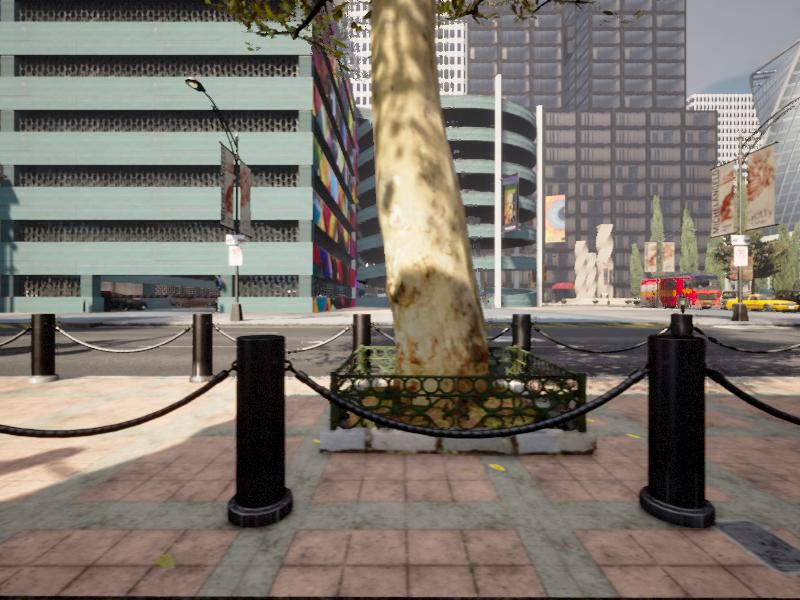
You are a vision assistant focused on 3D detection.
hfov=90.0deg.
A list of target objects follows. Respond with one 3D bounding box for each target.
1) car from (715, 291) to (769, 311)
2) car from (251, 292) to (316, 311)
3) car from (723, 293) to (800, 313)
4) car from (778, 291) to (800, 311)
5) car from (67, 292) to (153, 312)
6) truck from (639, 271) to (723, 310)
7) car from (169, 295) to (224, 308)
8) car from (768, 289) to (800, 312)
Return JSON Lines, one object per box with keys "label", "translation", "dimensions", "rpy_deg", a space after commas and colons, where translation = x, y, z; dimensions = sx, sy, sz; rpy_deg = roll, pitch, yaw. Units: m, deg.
{"label": "car", "translation": [33.377, 0.069, 39.174], "dimensions": [1.905, 1.878, 3.866], "rpy_deg": [0, 0, 0]}
{"label": "car", "translation": [-9.729, 0.109, 33.677], "dimensions": [4.902, 1.511, 2.128], "rpy_deg": [0, 0, 0]}
{"label": "car", "translation": [29.893, 0.222, 33.211], "dimensions": [1.801, 1.575, 5.366], "rpy_deg": [0, 0, 0]}
{"label": "car", "translation": [36.909, 0.079, 35.736], "dimensions": [1.932, 1.855, 4.605], "rpy_deg": [0, 0, 0]}
{"label": "car", "translation": [-21.326, 0.140, 29.575], "dimensions": [4.786, 1.482, 2.161], "rpy_deg": [0, 0, 0]}
{"label": "truck", "translation": [29.894, -0.901, 43.157], "dimensions": [2.891, 3.827, 8.468], "rpy_deg": [0, 0, -1]}
{"label": "car", "translation": [-20.894, 0.190, 41.175], "dimensions": [4.718, 1.301, 1.895], "rpy_deg": [0, 0, 0]}
{"label": "car", "translation": [33.382, 0.069, 33.290], "dimensions": [1.905, 1.878, 3.866], "rpy_deg": [0, 0, -1]}
